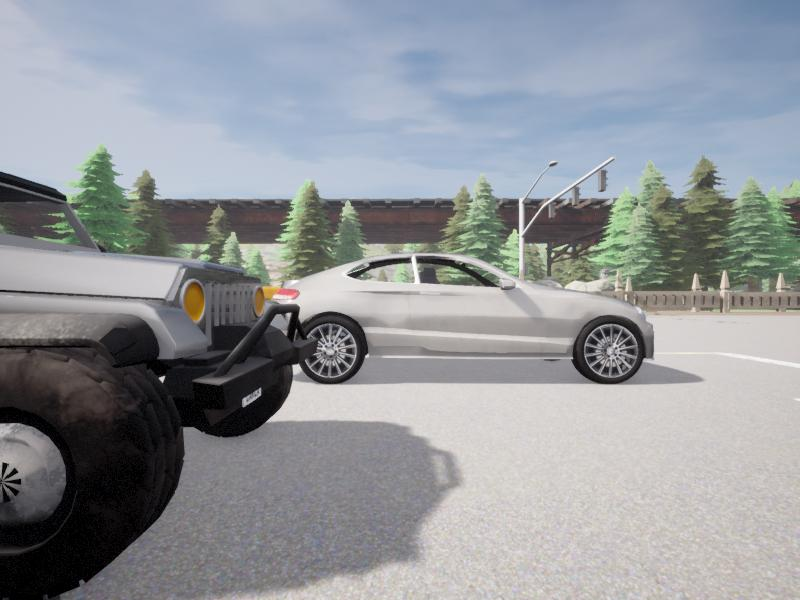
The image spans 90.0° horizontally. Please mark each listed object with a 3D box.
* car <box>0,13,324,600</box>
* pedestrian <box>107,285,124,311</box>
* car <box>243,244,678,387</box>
[{"bbox_3d":[-2.535,0.046,2.201,3.866,1.878,1.905,0,0,0],"label":"car"},{"bbox_3d":[-20.698,-0.115,29.119,0.751,1.860,0.751,0,0,2],"label":"pedestrian"},{"bbox_3d":[0.699,0.181,5.701,5.027,1.651,2.152,0,0,0],"label":"car"}]
